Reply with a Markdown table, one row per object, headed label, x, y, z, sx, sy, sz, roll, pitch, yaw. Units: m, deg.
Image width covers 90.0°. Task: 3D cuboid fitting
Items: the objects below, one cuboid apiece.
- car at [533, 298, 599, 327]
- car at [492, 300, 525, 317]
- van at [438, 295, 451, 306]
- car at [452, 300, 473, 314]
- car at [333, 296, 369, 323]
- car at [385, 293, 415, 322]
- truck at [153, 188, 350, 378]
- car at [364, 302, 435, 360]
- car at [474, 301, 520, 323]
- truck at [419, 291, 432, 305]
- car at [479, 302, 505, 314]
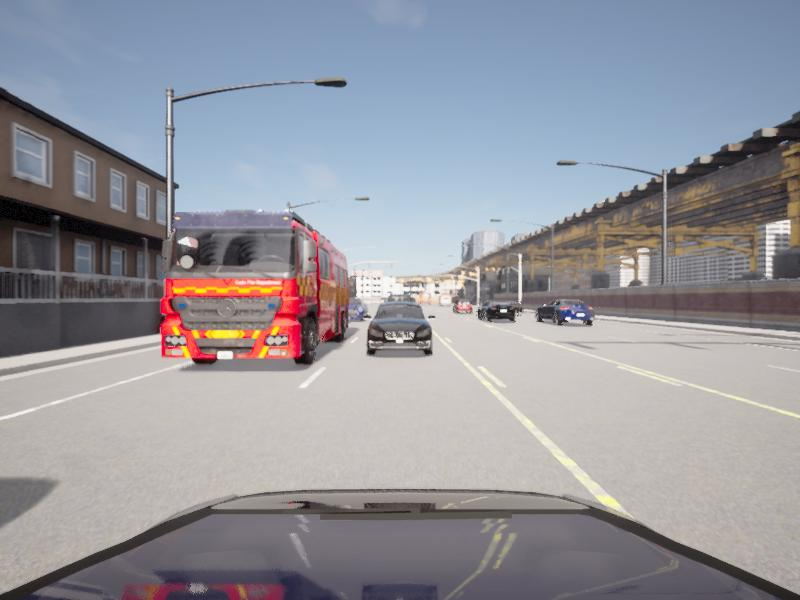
| label | x | y | z | sx | sy | sz | roll | pitch | yaw |
| --- | --- | --- | --- | --- | --- | --- | --- | --- | --- |
| car | 10.482 | 0.729 | 25.707 | 2.152 | 1.651 | 5.027 | 0 | 0 | 0 |
| car | 10.474 | 0.744 | 39.056 | 1.882 | 1.535 | 5.008 | 0 | 0 | 0 |
| van | 10.441 | 0.186 | 93.741 | 2.351 | 2.431 | 6.366 | 0 | 0 | 0 |
| car | 6.970 | 0.723 | 44.909 | 1.789 | 1.549 | 3.705 | 0 | 0 | 0 |
| car | -3.512 | 0.634 | 29.324 | 2.097 | 1.767 | 4.553 | 0 | 0 | 0 |
| car | -0.021 | 0.505 | 31.270 | 2.150 | 2.045 | 5.566 | 0 | 0 | 0 |
| truck | -3.507 | -0.346 | 12.273 | 2.891 | 3.827 | 8.468 | 0 | 0 | 0 |
| car | -0.009 | 0.819 | 12.768 | 1.837 | 1.490 | 4.892 | 0 | 0 | 0 |
| car | 6.980 | 0.792 | 29.270 | 2.163 | 1.488 | 4.792 | 0 | 0 | 0 |
| truck | 6.934 | -0.545 | 110.614 | 2.891 | 3.827 | 8.468 | 0 | 0 | 0 |
| car | 10.469 | 0.852 | 45.789 | 1.895 | 1.301 | 4.718 | 0 | 0 | 0 |
